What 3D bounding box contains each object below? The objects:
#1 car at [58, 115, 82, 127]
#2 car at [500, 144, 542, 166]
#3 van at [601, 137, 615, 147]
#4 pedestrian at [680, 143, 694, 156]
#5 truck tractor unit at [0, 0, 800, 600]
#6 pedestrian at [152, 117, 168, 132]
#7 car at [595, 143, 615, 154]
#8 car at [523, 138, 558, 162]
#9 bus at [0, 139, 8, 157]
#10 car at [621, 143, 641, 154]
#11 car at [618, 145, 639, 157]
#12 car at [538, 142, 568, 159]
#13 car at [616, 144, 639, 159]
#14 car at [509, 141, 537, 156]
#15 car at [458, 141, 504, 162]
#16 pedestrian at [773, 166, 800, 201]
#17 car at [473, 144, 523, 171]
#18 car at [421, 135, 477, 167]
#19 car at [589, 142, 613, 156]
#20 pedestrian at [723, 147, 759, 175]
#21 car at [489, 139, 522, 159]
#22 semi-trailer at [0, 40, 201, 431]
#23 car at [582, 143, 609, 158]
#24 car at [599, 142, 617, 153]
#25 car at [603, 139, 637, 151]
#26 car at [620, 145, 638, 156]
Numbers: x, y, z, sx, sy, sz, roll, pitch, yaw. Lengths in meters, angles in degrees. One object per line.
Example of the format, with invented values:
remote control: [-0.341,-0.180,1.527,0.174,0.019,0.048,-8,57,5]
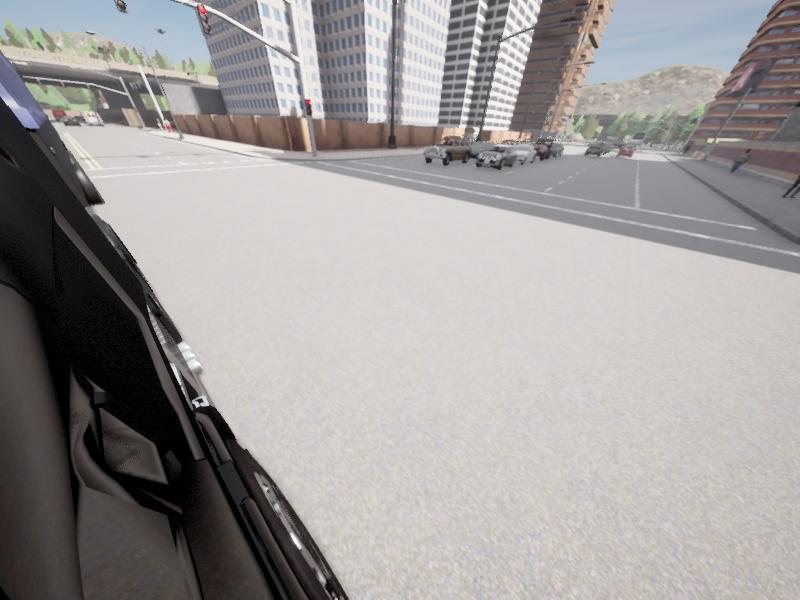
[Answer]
car: [-62.332,-33.800,43.607,4.974,1.542,2.038,28,43,30]
car: [11.186,-13.410,21.227,1.812,1.442,4.674,28,44,30]
van: [68.591,-52.098,76.076,1.988,2.561,5.915,29,44,30]
pedestrian: [52.573,-27.569,42.361,0.751,1.860,0.751,28,44,30]
truck tractor unit: [-2.645,-0.295,0.351,6.516,4.208,3.053,28,44,30]
pedestrian: [-38.399,-28.151,37.011,0.751,1.860,0.751,6,37,5]
car: [37.065,-27.469,41.770,2.007,1.525,4.514,29,44,30]
car: [15.143,-16.220,24.891,1.905,1.878,3.866,28,44,30]
bus: [-23.836,-8.982,10.593,10.273,4.253,3.944,28,43,30]
car: [45.936,-30.169,45.980,2.242,1.667,4.611,29,44,30]
car: [36.905,-24.128,37.313,1.970,1.475,3.806,28,44,30]
car: [19.289,-18.826,29.002,1.837,1.490,4.892,29,44,30]
car: [33.153,-21.659,33.680,1.789,1.549,3.705,28,44,30]
car: [16.146,-19.937,30.301,1.816,1.474,4.193,29,44,30]
car: [7.941,-14.474,22.409,2.163,1.488,4.792,28,44,30]
pedestrian: [19.149,-5.777,10.860,0.751,1.860,0.751,31,45,32]
car: [7.484,-10.945,17.641,1.970,1.475,3.806,29,44,30]
car: [3.981,-11.954,18.427,1.932,1.855,4.605,30,44,32]
car: [32.599,-24.532,37.442,2.033,1.649,4.856,29,44,30]
pedestrian: [28.322,-11.541,19.212,0.751,1.860,0.751,30,45,32]
car: [12.130,-17.318,26.404,1.851,1.617,3.988,29,44,30]
semi-trailer: [-8.683,-3.613,4.248,14.254,4.402,2.717,28,44,30]
car: [28.208,-21.562,33.257,2.128,1.511,4.902,28,44,30]
car: [41.298,-30.289,45.841,2.007,1.525,4.514,29,44,30]
car: [53.312,-37.699,56.168,5.566,2.045,2.150,28,44,30]
car: [40.907,-26.725,41.220,1.895,1.301,4.718,29,44,30]
